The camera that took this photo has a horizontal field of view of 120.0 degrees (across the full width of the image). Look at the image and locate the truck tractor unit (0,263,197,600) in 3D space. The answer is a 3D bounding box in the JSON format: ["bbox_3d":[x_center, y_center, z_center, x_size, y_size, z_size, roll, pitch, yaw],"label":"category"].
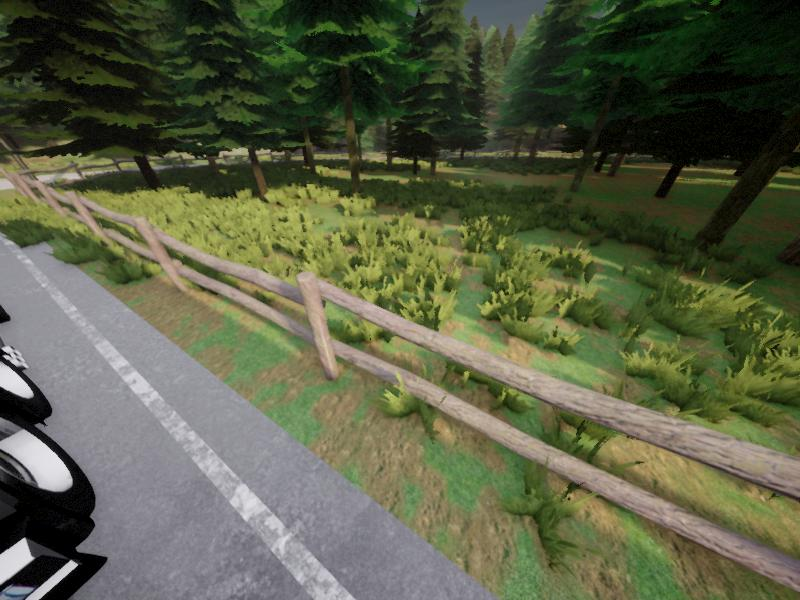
[{"bbox_3d":[-5.115,-0.294,0.792,6.516,4.208,3.053,18,39,24],"label":"truck tractor unit"}]
